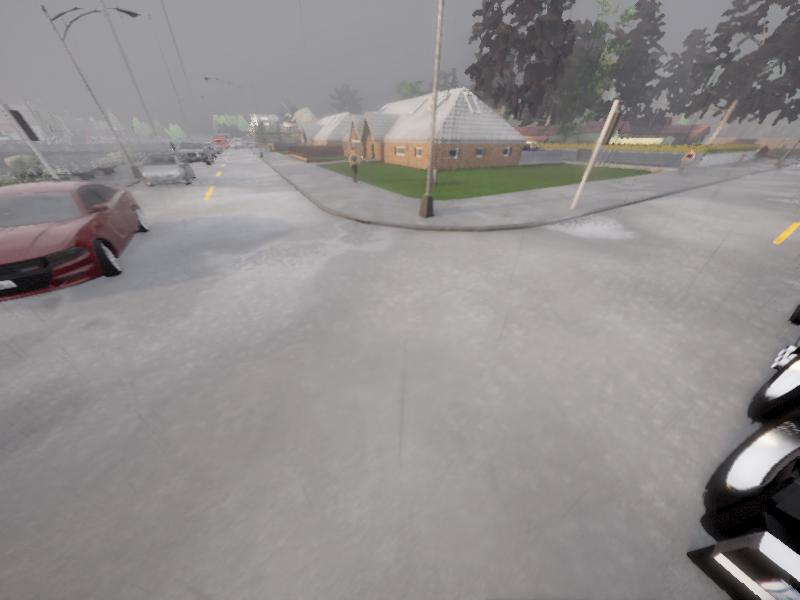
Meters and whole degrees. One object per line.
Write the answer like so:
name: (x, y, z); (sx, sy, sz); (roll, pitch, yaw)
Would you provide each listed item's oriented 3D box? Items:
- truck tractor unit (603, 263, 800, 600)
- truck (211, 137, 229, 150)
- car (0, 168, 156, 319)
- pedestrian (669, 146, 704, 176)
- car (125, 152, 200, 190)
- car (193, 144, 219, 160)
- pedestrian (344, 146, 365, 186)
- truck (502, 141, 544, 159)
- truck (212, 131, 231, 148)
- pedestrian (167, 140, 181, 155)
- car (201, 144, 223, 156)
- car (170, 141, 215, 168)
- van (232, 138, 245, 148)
truck tractor unit: (5.108, -0.302, 0.792); (6.516, 4.208, 3.053); (-18, 39, -24)
truck: (-45.324, -39.543, 58.298); (2.627, 2.467, 5.204); (-18, 39, -24)
car: (-7.362, -1.662, 4.988); (1.882, 1.535, 5.008); (-21, 41, -27)
pedestrian: (21.621, -10.476, 17.444); (0.751, 1.860, 0.751); (-17, 38, -23)
car: (-13.829, -7.852, 13.839); (2.007, 1.525, 4.514); (-18, 39, -24)
car: (-26.029, -20.007, 31.138); (1.851, 1.617, 3.988); (-18, 39, -24)
pedestrian: (-2.540, -7.540, 12.984); (0.751, 1.860, 0.751); (-19, 39, -26)
truck: (17.202, -21.259, 32.645); (2.069, 2.038, 4.478); (-18, 39, -24)
truck: (-52.815, -47.543, 68.544); (2.891, 3.827, 8.468); (-18, 39, -24)
pedestrian: (-34.531, -23.242, 35.263); (0.751, 1.860, 0.751); (-29, 44, -35)
car: (-30.739, -24.661, 37.850); (2.038, 1.542, 4.974); (-18, 39, -24)
car: (-20.523, -14.719, 23.201); (2.150, 2.045, 5.566); (-18, 38, -24)
van: (-47.357, -46.119, 67.771); (2.351, 2.431, 6.366); (-18, 39, -24)
